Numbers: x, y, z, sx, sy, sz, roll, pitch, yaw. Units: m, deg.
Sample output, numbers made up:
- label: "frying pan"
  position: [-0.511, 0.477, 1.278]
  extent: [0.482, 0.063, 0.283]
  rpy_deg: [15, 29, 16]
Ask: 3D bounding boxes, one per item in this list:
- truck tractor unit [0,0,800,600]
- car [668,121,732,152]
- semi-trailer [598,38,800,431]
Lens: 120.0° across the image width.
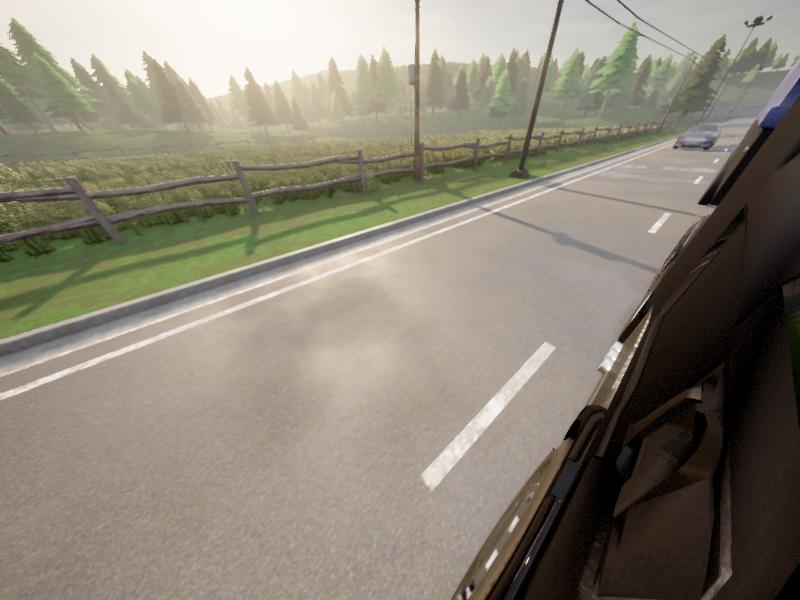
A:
- label: "truck tractor unit"
  position: [2.645, -0.295, 0.351]
  extent: [6.516, 4.208, 3.053]
  rpy_deg: [-28, 44, -30]
- label: "car"
  position: [22.784, -12.456, 17.544]
  extent: [4.856, 1.649, 2.033]
  rpy_deg: [-28, 43, -29]
- label: "semi-trailer"
  position: [8.713, -3.590, 4.220]
  extent: [14.254, 4.402, 2.717]
  rpy_deg: [-28, 44, -30]
